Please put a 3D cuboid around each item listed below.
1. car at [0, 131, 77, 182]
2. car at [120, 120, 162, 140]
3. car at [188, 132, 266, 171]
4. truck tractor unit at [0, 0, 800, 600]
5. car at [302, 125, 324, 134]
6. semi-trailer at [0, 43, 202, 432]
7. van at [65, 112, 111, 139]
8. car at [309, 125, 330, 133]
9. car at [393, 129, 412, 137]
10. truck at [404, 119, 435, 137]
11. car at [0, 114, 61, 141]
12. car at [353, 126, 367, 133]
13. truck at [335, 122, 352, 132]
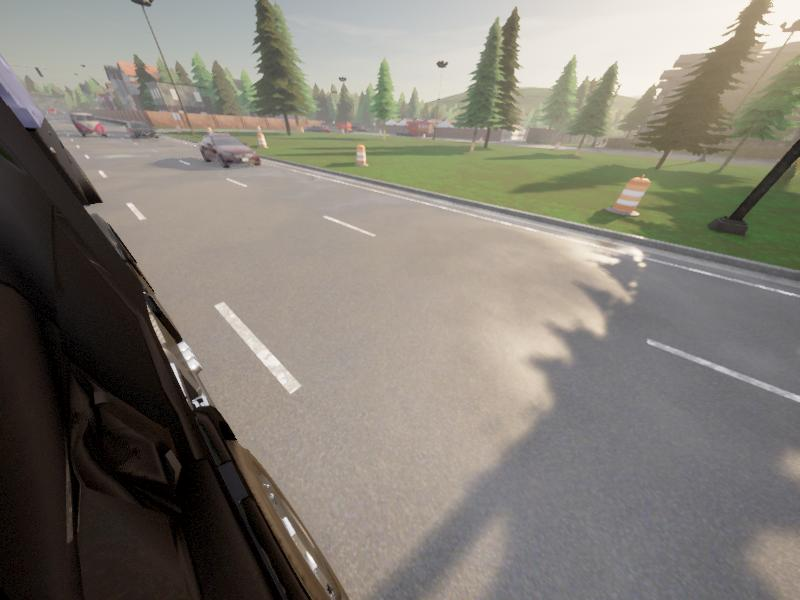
[{"bbox_3d":[-15.736,-6.135,9.666,4.181,1.385,1.994,28,43,30],"label":"car"},{"bbox_3d":[-27.745,-18.164,24.699,4.892,1.490,1.837,28,44,30],"label":"car"},{"bbox_3d":[-9.895,-8.541,13.149,4.674,1.442,1.812,28,44,30],"label":"car"},{"bbox_3d":[-2.645,-0.295,0.352,6.516,4.208,3.053,28,44,30],"label":"truck tractor unit"},{"bbox_3d":[-21.512,-42.231,57.145,4.514,1.525,2.007,-22,43,-29],"label":"car"},{"bbox_3d":[-8.695,-3.621,4.211,14.254,4.402,2.717,28,44,30],"label":"semi-trailer"},{"bbox_3d":[-31.678,-17.731,23.454,4.442,1.987,1.775,28,44,30],"label":"van"},{"bbox_3d":[-21.047,-44.901,60.658,4.611,1.667,2.242,-20,42,-27],"label":"car"},{"bbox_3d":[0.668,-45.838,63.360,4.611,1.667,2.242,28,44,30],"label":"car"},{"bbox_3d":[5.426,-49.722,66.930,8.468,3.827,2.891,28,44,30],"label":"truck"},{"bbox_3d":[-31.923,-14.968,20.065,5.027,1.651,2.152,28,44,30],"label":"car"},{"bbox_3d":[-13.975,-59.240,80.242,4.792,1.488,2.163,28,44,30],"label":"car"},{"bbox_3d":[-18.447,-56.557,75.546,5.204,2.467,2.627,28,44,30],"label":"truck"}]
